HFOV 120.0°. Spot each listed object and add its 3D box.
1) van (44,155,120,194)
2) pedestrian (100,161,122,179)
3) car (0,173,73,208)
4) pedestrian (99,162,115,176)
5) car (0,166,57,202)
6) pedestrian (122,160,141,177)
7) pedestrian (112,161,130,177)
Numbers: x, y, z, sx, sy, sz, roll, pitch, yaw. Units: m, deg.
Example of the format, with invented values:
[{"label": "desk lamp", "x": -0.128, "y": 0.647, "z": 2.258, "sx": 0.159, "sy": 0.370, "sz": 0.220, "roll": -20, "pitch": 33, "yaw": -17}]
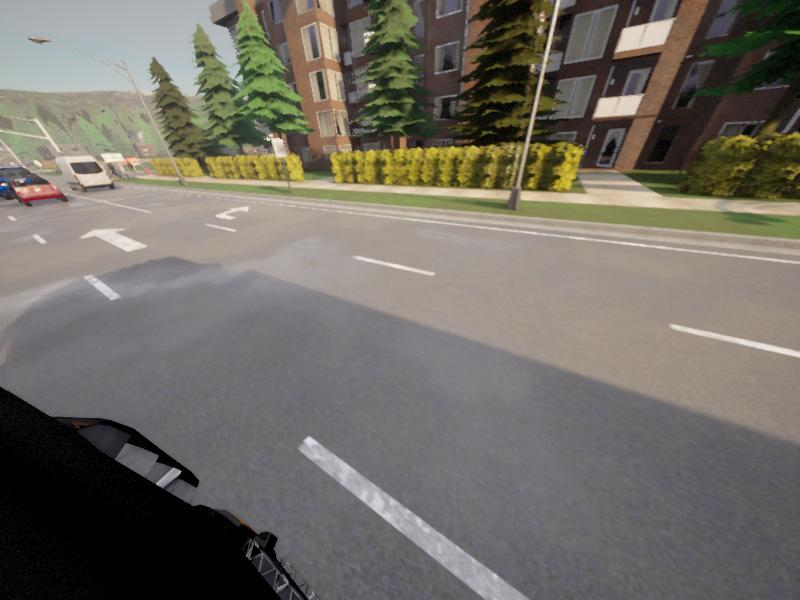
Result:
[{"label": "van", "x": -27.453, "y": -10.898, "z": 19.956, "sx": 5.915, "sy": 2.561, "sz": 1.988, "roll": 16, "pitch": 38, "yaw": 26}, {"label": "pedestrian", "x": -35.759, "y": -16.111, "z": 28.641, "sx": 0.751, "sy": 1.860, "sz": 0.751, "roll": 12, "pitch": 36, "yaw": 20}, {"label": "car", "x": -23.516, "y": -7.100, "z": 14.818, "sx": 3.988, "sy": 1.617, "sz": 1.851, "roll": 16, "pitch": 38, "yaw": 26}, {"label": "pedestrian", "x": -47.089, "y": -21.013, "z": 37.100, "sx": 0.751, "sy": 1.860, "sz": 0.751, "roll": 19, "pitch": 39, "yaw": 29}, {"label": "car", "x": -29.666, "y": -9.088, "z": 17.843, "sx": 5.566, "sy": 2.045, "sz": 2.150, "roll": 16, "pitch": 38, "yaw": 26}, {"label": "pedestrian", "x": -35.612, "y": -17.450, "z": 30.659, "sx": 0.751, "sy": 1.860, "sz": 0.751, "roll": 12, "pitch": 36, "yaw": 21}, {"label": "pedestrian", "x": -37.581, "y": -17.691, "z": 31.161, "sx": 0.751, "sy": 1.860, "sz": 0.751, "roll": 26, "pitch": 43, "yaw": 35}]
